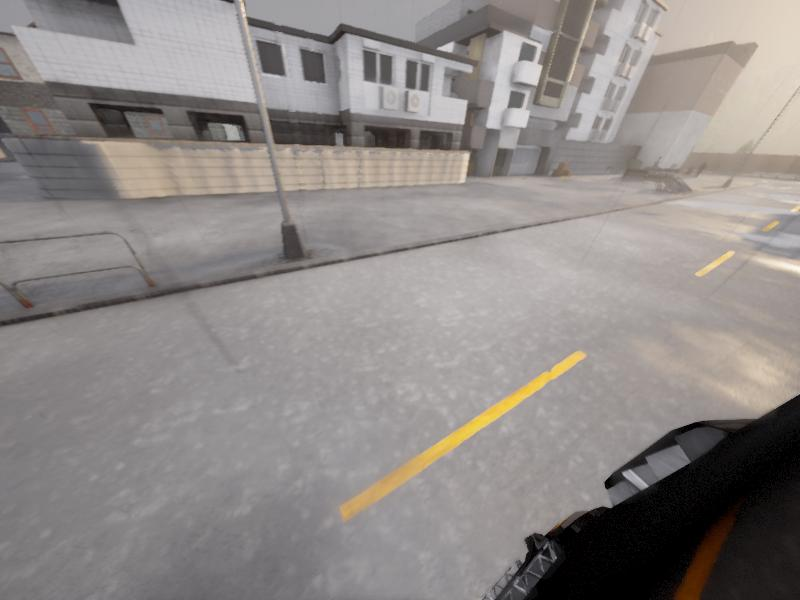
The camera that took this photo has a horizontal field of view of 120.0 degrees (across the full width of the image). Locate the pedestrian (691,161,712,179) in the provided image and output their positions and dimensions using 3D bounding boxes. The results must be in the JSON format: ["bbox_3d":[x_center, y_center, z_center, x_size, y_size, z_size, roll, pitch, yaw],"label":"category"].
[{"bbox_3d":[36.609,-15.803,28.084,0.751,1.860,0.751,-24,42,-34],"label":"pedestrian"}]

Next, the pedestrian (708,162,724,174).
[{"bbox_3d":[54.612,-22.790,39.878,0.751,1.860,0.751,-16,38,-26],"label":"pedestrian"}]
